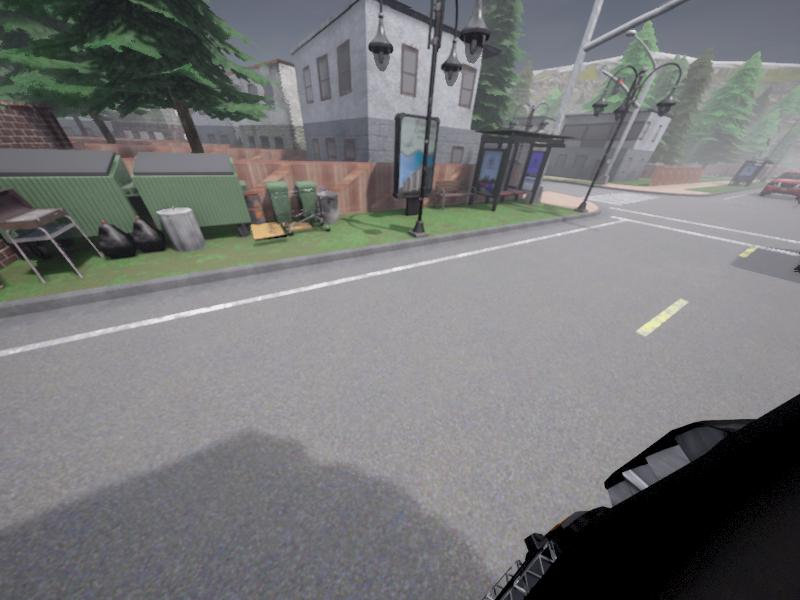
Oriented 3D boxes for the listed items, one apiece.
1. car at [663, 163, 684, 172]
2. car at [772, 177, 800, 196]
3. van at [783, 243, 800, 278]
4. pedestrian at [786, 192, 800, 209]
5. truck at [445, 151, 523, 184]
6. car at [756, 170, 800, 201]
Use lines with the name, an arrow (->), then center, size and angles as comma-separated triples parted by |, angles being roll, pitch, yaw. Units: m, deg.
car -> 70.262, -34.071, 59.281 | 4.605, 1.855, 1.932 | -17, 38, -27
car -> 41.254, -11.800, 23.971 | 4.181, 1.385, 1.994 | -16, 38, -26
van -> 11.902, -1.598, 5.577 | 4.442, 1.987, 1.775 | -17, 38, -27
pedestrian -> 25.902, -6.516, 14.922 | 0.500, 1.100, 0.500 | -20, 40, -31
truck -> 7.556, -12.568, 21.660 | 2.390, 2.098, 6.274 | -23, 41, -33
car -> 34.362, -10.127, 20.261 | 5.566, 2.045, 2.150 | -16, 38, -26
